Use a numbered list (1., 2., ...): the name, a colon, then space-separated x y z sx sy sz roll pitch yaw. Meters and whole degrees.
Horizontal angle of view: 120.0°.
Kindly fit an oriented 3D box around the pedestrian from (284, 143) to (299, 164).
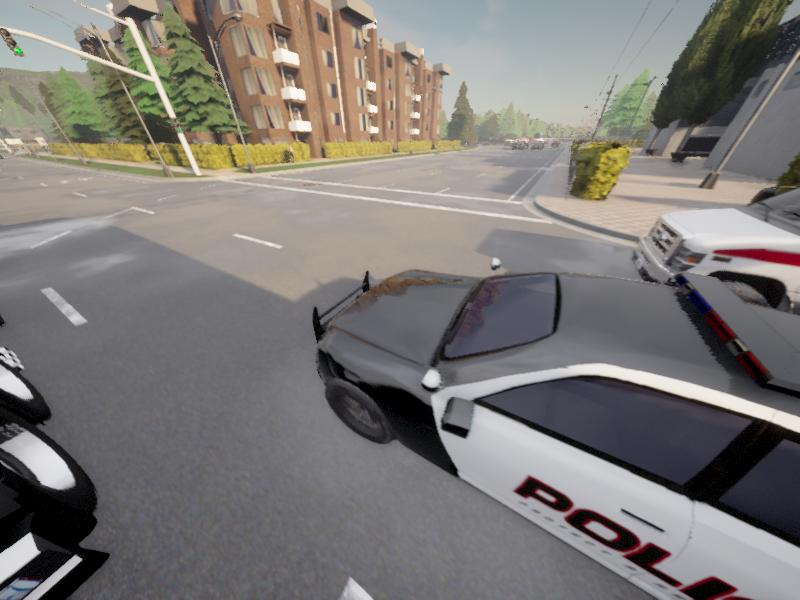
1. pedestrian: -11.744 -15.893 25.006 0.751 1.860 0.751 19 39 25

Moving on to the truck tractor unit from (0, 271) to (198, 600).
1. truck tractor unit: -5.122 -0.288 0.769 6.516 4.208 3.053 18 38 24

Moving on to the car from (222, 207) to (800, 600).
1. car: 1.383 0.590 1.804 4.974 1.542 2.038 18 39 24

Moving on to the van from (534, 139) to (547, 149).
1. van: 37.086 -41.291 61.127 2.069 2.038 4.480 19 39 26

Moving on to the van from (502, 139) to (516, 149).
1. van: 29.035 -41.399 61.364 2.069 2.038 4.480 19 39 26

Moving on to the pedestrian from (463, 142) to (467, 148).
1. pedestrian: 18.797 -44.576 66.365 0.751 1.300 0.751 19 39 26

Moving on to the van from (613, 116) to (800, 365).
1. van: 6.867 -0.313 2.258 6.366 2.431 2.351 18 39 25

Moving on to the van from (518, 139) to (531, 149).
1. van: 32.722 -41.027 60.793 2.069 2.038 4.480 19 39 26

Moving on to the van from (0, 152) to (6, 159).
1. van: -66.935 -24.236 37.269 5.915 2.561 1.988 18 39 25
